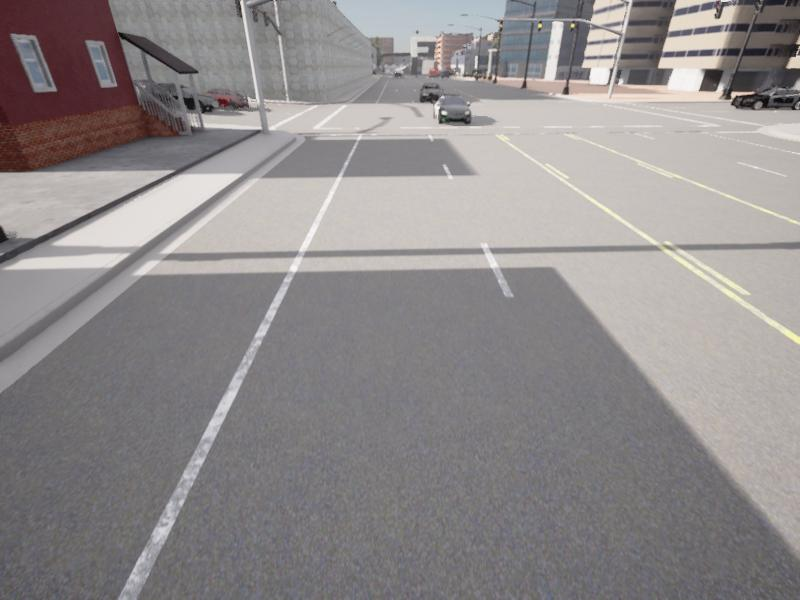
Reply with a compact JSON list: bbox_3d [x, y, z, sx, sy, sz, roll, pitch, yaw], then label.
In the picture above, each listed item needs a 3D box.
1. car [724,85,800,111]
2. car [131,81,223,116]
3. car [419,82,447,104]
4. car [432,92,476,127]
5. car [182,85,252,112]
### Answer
[{"bbox_3d":[28.482,-15.525,30.691,5.238,1.638,1.930,-1,30,-1],"label":"car"},{"bbox_3d":[-14.921,-13.662,27.070,4.856,1.649,2.033,4,30,-3],"label":"car"},{"bbox_3d":[3.041,-19.797,38.219,2.242,1.667,4.611,-1,30,0],"label":"car"},{"bbox_3d":[3.195,-11.834,24.727,2.038,1.542,4.974,-1,30,0],"label":"car"},{"bbox_3d":[-13.688,-15.210,30.170,4.181,1.385,1.994,3,30,-2],"label":"car"}]
